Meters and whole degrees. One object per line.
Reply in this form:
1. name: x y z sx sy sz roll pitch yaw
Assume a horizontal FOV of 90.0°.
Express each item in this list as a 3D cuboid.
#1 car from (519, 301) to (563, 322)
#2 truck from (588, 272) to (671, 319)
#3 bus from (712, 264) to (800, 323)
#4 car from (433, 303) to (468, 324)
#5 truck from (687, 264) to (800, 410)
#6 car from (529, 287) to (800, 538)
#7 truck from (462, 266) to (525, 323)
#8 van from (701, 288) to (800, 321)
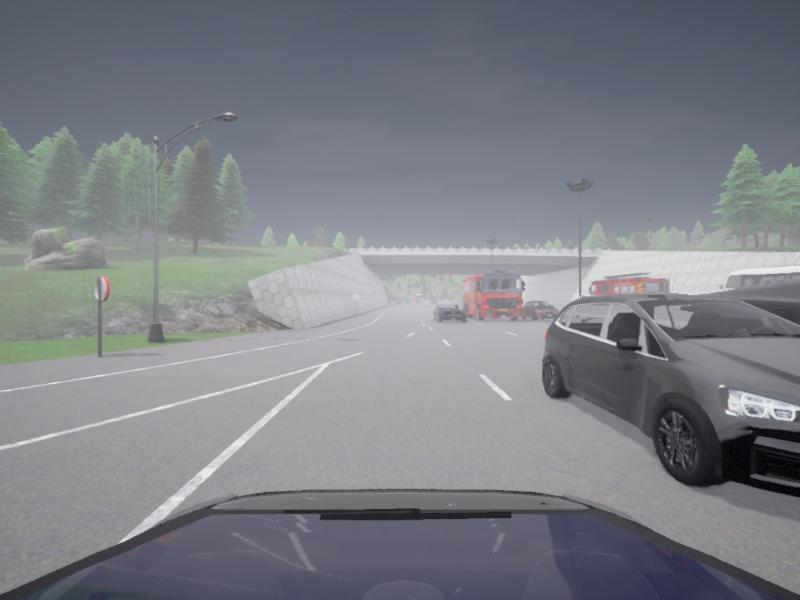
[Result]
1. car: 10.404 0.811 29.931 1.816 1.474 4.193 0 0 0
2. truck: 20.889 -0.375 37.186 2.891 3.827 8.468 0 0 0
3. bus: 31.275 -0.567 32.418 3.944 4.253 10.273 0 2 0
4. car: 3.408 0.903 27.842 1.895 1.301 4.718 0 0 0
5. truck: 6.970 0.534 4.915 2.390 2.098 6.274 0 0 0
6. car: 3.470 0.749 4.963 2.242 1.667 4.611 0 0 0
7. truck: 6.894 -0.366 30.997 2.891 3.827 8.468 0 0 0
8. van: 27.899 0.331 32.297 2.351 2.431 6.366 0 0 0
